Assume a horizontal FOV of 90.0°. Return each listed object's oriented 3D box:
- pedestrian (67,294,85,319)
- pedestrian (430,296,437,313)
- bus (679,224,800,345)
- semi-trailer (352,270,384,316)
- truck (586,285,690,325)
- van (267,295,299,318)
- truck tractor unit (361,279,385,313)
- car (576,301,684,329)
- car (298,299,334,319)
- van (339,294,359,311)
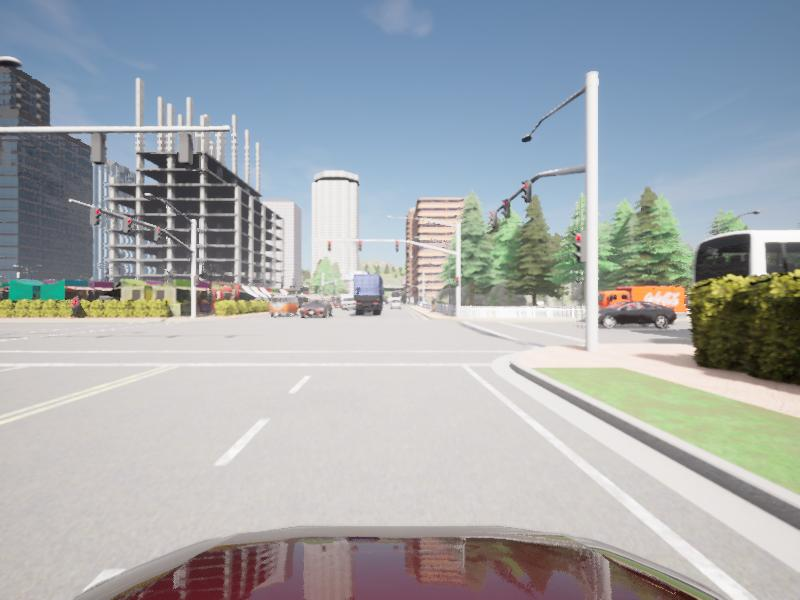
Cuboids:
[{"bbox_3d":[-24.536,0.482,30.284,0.751,1.860,0.751,0,0,-1],"label":"pedestrian"},{"bbox_3d":[3.611,0.470,42.958,0.751,1.860,0.751,0,0,0],"label":"pedestrian"},{"bbox_3d":[17.642,-0.545,15.923,10.273,4.253,3.944,0,0,1],"label":"bus"},{"bbox_3d":[-3.340,-0.632,45.613,2.717,4.402,14.254,0,0,-1],"label":"semi-trailer"},{"bbox_3d":[15.494,0.339,26.330,5.204,2.467,2.627,0,0,1],"label":"truck"},{"bbox_3d":[-10.819,0.588,37.300,1.775,1.987,4.442,0,0,-1],"label":"van"},{"bbox_3d":[-3.558,-0.540,53.519,3.053,4.208,6.516,0,0,-3],"label":"truck tractor unit"},{"bbox_3d":[12.994,0.824,22.863,4.902,1.511,2.128,0,0,1],"label":"car"},{"bbox_3d":[-7.298,0.770,35.332,2.152,1.651,5.027,0,0,-1],"label":"car"},{"bbox_3d":[-7.602,0.359,60.393,2.351,2.431,6.366,0,0,-1],"label":"van"}]
